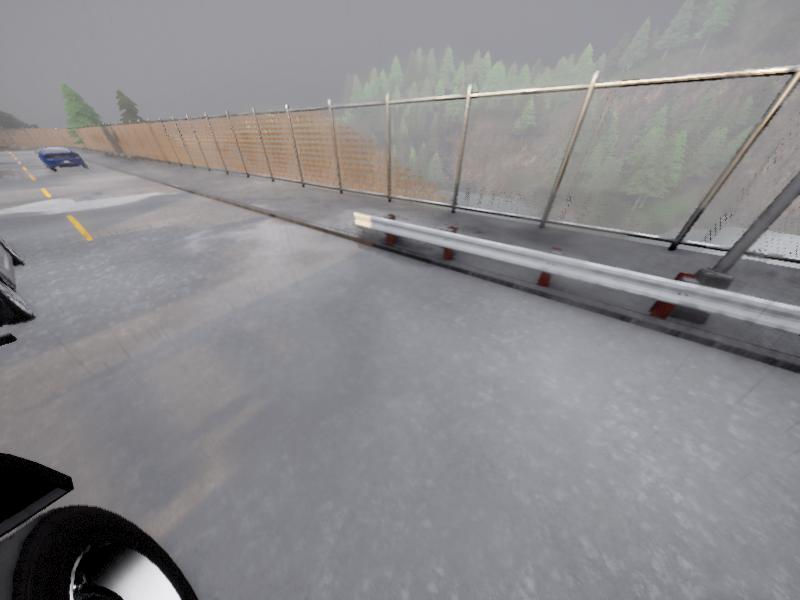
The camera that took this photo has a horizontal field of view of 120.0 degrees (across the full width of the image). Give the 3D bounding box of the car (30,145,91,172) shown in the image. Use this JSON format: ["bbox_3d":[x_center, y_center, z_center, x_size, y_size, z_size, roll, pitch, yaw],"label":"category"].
[{"bbox_3d":[-27.111,-11.364,18.425,5.008,1.535,1.882,22,41,28],"label":"car"}]

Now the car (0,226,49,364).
[{"bbox_3d":[-7.263,-0.491,3.111,5.238,1.638,1.930,22,41,28],"label":"car"}]
